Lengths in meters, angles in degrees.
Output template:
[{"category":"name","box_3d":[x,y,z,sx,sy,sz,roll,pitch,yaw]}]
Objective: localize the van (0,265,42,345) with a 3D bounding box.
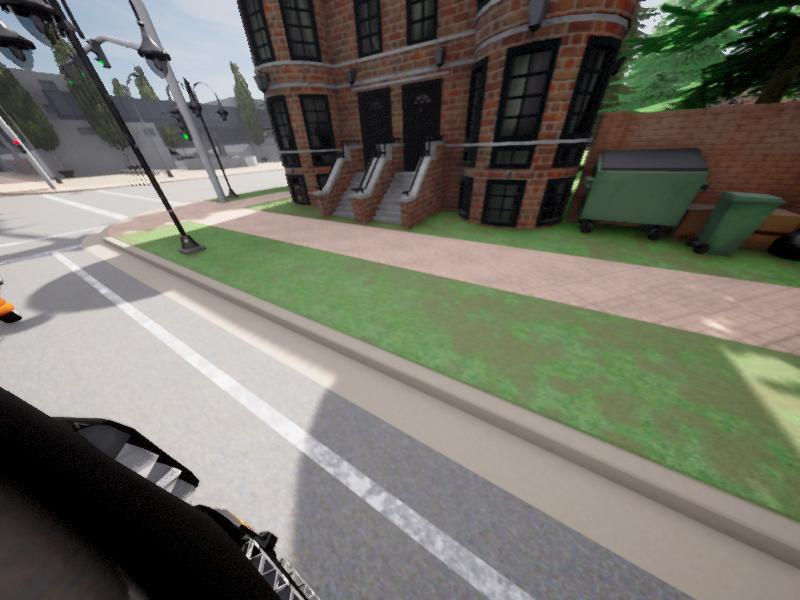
[{"category":"van","box_3d":[-7.883,-0.493,3.328,4.442,1.987,1.775,16,38,26]}]
